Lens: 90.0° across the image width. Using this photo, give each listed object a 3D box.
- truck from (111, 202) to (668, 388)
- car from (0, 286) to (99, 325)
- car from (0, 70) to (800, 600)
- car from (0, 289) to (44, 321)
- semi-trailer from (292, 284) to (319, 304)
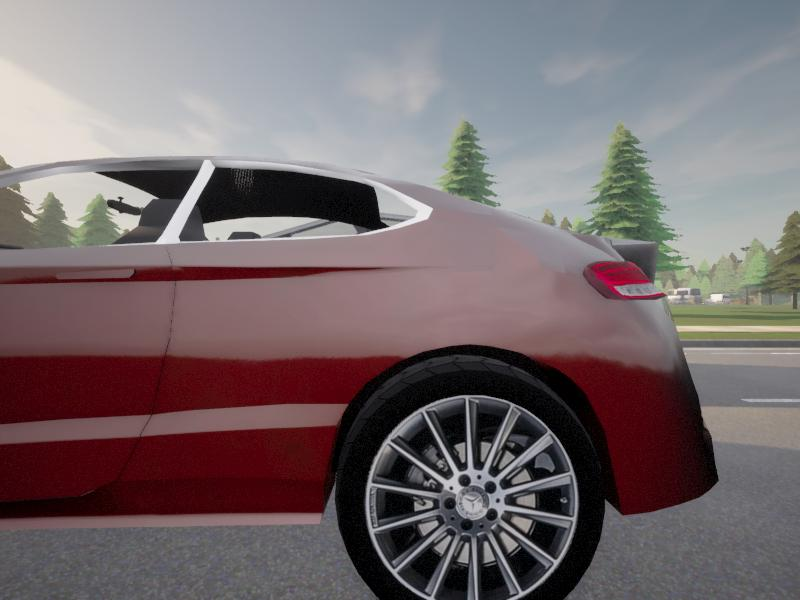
[{"bbox_3d":[-0.117,-0.058,5.701,6.274,2.098,2.390,0,0,0],"label":"truck"},{"bbox_3d":[-16.404,0.222,17.946,2.128,1.511,4.902,0,0,0],"label":"car"},{"bbox_3d":[-1.307,0.179,2.200,5.027,1.651,2.152,0,0,0],"label":"car"},{"bbox_3d":[-19.904,0.227,18.853,1.837,1.490,4.892,0,0,1],"label":"car"},{"bbox_3d":[-22.439,-1.243,95.980,2.717,4.402,14.254,0,0,1],"label":"semi-trailer"}]
